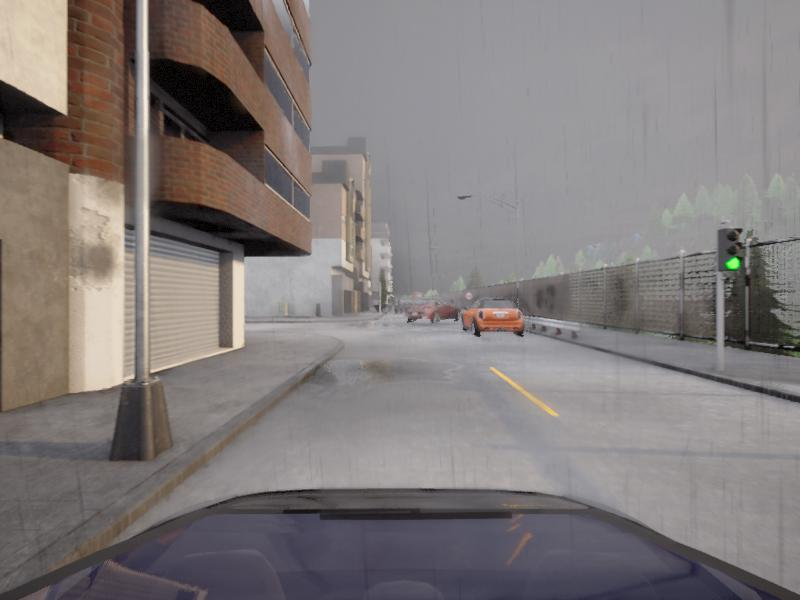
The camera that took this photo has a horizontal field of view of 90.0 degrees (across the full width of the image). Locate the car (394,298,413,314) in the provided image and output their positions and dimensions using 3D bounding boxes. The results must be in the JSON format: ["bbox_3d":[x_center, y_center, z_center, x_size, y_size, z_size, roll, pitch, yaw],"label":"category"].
[{"bbox_3d":[0.436,0.679,47.377,2.097,1.767,4.553,0,0,0],"label":"car"}]

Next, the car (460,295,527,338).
[{"bbox_3d":[4.205,0.688,18.774,2.097,1.767,4.553,0,0,0],"label":"car"}]

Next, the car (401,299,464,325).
[{"bbox_3d":[2.366,0.771,27.813,2.152,1.651,5.027,0,0,34],"label":"car"}]

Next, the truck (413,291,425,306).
[{"bbox_3d":[4.892,-0.360,104.912,2.891,3.827,8.468,0,0,0],"label":"truck"}]

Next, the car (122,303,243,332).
[{"bbox_3d":[-11.354,0.888,21.144,5.357,1.411,2.033,0,0,2],"label":"car"}]
